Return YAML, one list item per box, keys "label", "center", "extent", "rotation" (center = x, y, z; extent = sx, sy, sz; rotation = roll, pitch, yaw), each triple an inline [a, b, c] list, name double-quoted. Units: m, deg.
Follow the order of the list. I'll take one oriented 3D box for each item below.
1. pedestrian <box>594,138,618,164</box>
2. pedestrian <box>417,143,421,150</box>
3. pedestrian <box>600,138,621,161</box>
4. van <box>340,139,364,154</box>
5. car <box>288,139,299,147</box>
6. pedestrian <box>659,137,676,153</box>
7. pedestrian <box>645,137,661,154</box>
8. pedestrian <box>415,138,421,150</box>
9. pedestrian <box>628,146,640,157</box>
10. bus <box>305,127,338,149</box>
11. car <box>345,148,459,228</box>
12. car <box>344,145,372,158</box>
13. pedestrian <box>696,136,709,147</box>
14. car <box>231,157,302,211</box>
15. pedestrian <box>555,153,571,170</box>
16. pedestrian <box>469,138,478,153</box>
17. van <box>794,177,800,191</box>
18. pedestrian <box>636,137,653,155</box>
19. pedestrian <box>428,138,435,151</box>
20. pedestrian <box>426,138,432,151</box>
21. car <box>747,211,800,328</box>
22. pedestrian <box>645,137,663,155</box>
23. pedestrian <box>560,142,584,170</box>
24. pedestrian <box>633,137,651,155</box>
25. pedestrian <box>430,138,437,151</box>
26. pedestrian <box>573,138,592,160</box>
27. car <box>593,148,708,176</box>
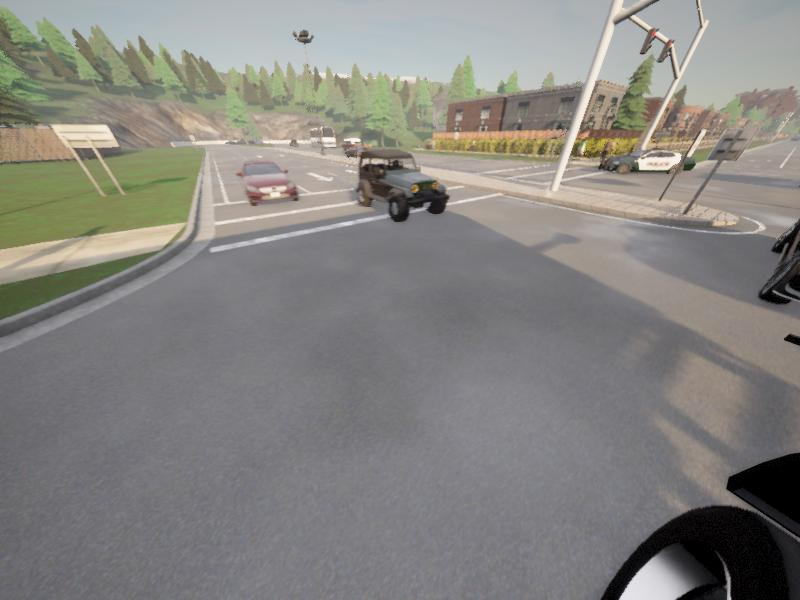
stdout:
- label: "pedestrian"
  center: [17.960, -12.995, 20.181]
  extent: [0.751, 1.860, 0.751]
  rotation: [-22, 41, -28]
- label: "pedestrian"
  center: [3.618, -28.678, 43.242]
  extent: [0.500, 1.100, 0.500]
  rotation: [-12, 37, -16]
- label: "pedestrian"
  center: [21.152, -15.137, 23.240]
  extent: [0.751, 1.860, 0.751]
  rotation: [-19, 39, -24]
- label: "van"
  center: [-8.316, -26.513, 39.773]
  extent: [2.069, 2.038, 4.480]
  rotation: [-23, 41, -28]
- label: "car"
  center: [-30.699, -45.208, 66.592]
  extent: [1.905, 1.878, 3.866]
  rotation: [-20, 40, -26]
- label: "pedestrian"
  center: [38.042, -22.038, 32.865]
  extent: [0.751, 1.860, 0.751]
  rotation: [-22, 41, -28]
- label: "pedestrian"
  center: [35.206, -21.522, 32.159]
  extent: [0.751, 1.860, 0.751]
  rotation: [-24, 41, -29]
- label: "pedestrian"
  center: [3.407, -29.551, 43.821]
  extent: [0.751, 1.860, 0.751]
  rotation: [11, 37, 16]
- label: "pedestrian"
  center: [27.510, -17.466, 27.141]
  extent: [0.500, 1.100, 0.500]
  rotation: [-22, 41, -27]
- label: "bus"
  center: [-19.598, -40.190, 57.337]
  extent: [3.944, 4.253, 10.273]
  rotation: [-22, 41, -27]
- label: "car"
  center: [-0.140, -4.193, 8.206]
  extent: [1.905, 1.878, 3.866]
  rotation: [-22, 41, -27]
- label: "car"
  center: [-5.779, -20.434, 31.721]
  extent: [1.994, 1.385, 4.181]
  rotation: [-22, 40, -27]
- label: "pedestrian"
  center: [62.910, -32.899, 48.028]
  extent: [0.751, 1.860, 0.751]
  rotation: [-22, 40, -27]
- label: "car"
  center: [-6.052, -5.347, 10.281]
  extent: [1.812, 1.442, 4.674]
  rotation: [-21, 40, -26]
- label: "pedestrian"
  center: [12.929, -10.967, 18.329]
  extent: [0.500, 1.100, 0.500]
  rotation: [-22, 41, -28]
- label: "pedestrian"
  center: [10.983, -23.019, 34.498]
  extent: [0.751, 1.860, 0.751]
  rotation: [-22, 41, -27]
- label: "van"
  center: [21.675, -6.512, 11.211]
  extent: [4.442, 1.987, 1.775]
  rotation: [-22, 41, -28]
- label: "pedestrian"
  center: [31.737, -19.969, 29.990]
  extent: [0.751, 1.860, 0.751]
  rotation: [-23, 41, -29]
- label: "pedestrian"
  center: [5.533, -27.574, 41.002]
  extent: [0.751, 1.860, 0.751]
  rotation: [-20, 40, -26]
- label: "pedestrian"
  center: [5.108, -27.586, 41.023]
  extent: [0.751, 1.860, 0.751]
  rotation: [-14, 38, -19]
- label: "car"
  center: [8.127, -0.832, 3.602]
  extent: [5.027, 1.651, 2.152]
  rotation: [-22, 41, -28]
- label: "pedestrian"
  center: [32.973, -19.982, 29.998]
  extent: [0.751, 1.860, 0.751]
  rotation: [-23, 41, -29]
- label: "pedestrian"
  center: [13.767, -11.602, 18.565]
  extent: [0.751, 1.860, 0.751]
  rotation: [-25, 42, -30]
- label: "pedestrian"
  center: [32.034, -20.384, 30.575]
  extent: [0.751, 1.860, 0.751]
  rotation: [11, 37, 15]
- label: "pedestrian"
  center: [5.859, -27.217, 40.493]
  extent: [0.751, 1.860, 0.751]
  rotation: [-15, 38, -20]
- label: "pedestrian"
  center: [19.381, -16.060, 24.564]
  extent: [0.751, 1.860, 0.751]
  rotation: [-22, 41, -28]
- label: "car"
  center: [17.240, -9.790, 16.292]
  extent: [4.974, 1.542, 2.038]
  rotation: [7, 36, 10]
